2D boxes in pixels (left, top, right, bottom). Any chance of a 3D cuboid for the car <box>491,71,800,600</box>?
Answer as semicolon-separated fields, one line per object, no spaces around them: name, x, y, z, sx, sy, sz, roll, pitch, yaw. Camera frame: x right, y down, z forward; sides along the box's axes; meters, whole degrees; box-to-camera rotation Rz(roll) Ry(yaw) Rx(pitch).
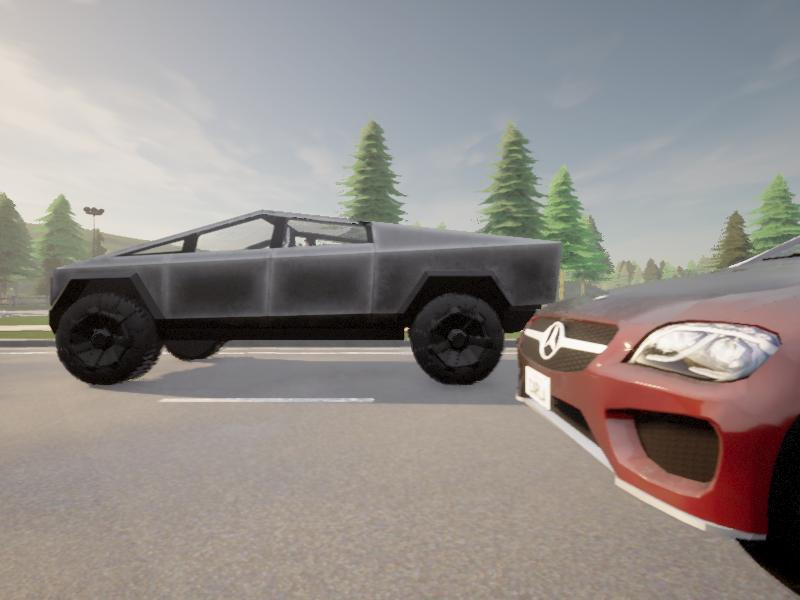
car;3.262;0.181;2.200;5.027;1.651;2.152;0;0;0

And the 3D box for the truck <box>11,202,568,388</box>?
truck;-1.239;-0.058;5.700;6.274;2.098;2.390;0;0;0
